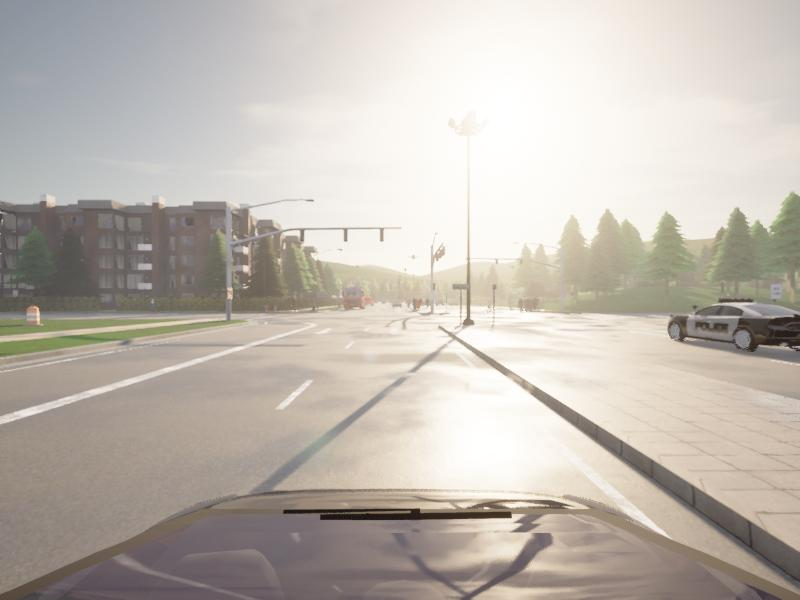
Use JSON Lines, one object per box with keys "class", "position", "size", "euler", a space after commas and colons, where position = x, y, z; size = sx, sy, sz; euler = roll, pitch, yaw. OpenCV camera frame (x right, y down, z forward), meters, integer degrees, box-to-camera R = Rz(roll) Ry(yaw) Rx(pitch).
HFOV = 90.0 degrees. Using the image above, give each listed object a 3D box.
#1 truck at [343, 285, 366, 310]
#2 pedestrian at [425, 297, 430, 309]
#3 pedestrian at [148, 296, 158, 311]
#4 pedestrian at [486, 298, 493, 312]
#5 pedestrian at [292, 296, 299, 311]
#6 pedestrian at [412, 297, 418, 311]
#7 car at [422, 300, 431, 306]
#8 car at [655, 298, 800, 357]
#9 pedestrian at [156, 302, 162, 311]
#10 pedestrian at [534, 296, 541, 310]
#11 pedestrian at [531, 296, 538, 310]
{"class": "truck", "position": [-7.309, -0.343, 65.162], "size": [2.891, 3.827, 8.468], "euler": [0, 0, -1]}
{"class": "pedestrian", "position": [4.423, 0.462, 64.011], "size": [0.751, 1.860, 0.751], "euler": [0, 0, 5]}
{"class": "pedestrian", "position": [-31.260, 0.467, 50.599], "size": [0.751, 1.860, 0.751], "euler": [0, 0, 15]}
{"class": "pedestrian", "position": [11.797, 0.619, 52.756], "size": [0.751, 1.860, 0.751], "euler": [0, 0, -12]}
{"class": "pedestrian", "position": [-13.803, 0.466, 52.647], "size": [0.751, 1.860, 0.751], "euler": [0, 0, -1]}
{"class": "pedestrian", "position": [2.051, 0.506, 53.298], "size": [0.751, 1.860, 0.751], "euler": [0, 0, -1]}
{"class": "car", "position": [6.987, 0.722, 106.007], "size": [1.930, 1.638, 5.238], "euler": [0, 0, -1]}
{"class": "car", "position": [11.478, 0.766, 13.840], "size": [1.930, 1.638, 5.238], "euler": [0, 0, 0]}
{"class": "pedestrian", "position": [-30.841, 0.847, 51.173], "size": [0.500, 1.100, 0.500], "euler": [0, 0, 25]}
{"class": "pedestrian", "position": [18.471, 0.454, 53.737], "size": [0.751, 1.860, 0.751], "euler": [0, 0, -2]}
{"class": "pedestrian", "position": [17.951, 0.454, 53.285], "size": [0.751, 1.860, 0.751], "euler": [0, 0, 27]}
